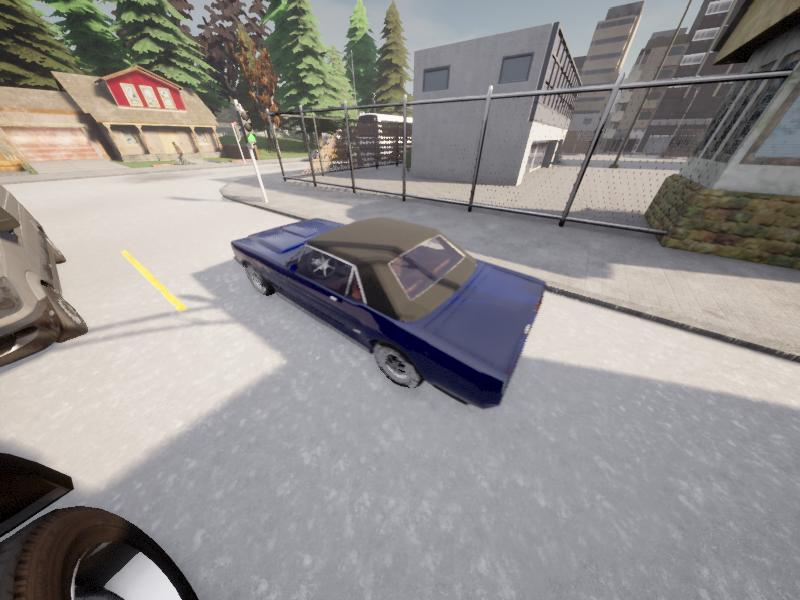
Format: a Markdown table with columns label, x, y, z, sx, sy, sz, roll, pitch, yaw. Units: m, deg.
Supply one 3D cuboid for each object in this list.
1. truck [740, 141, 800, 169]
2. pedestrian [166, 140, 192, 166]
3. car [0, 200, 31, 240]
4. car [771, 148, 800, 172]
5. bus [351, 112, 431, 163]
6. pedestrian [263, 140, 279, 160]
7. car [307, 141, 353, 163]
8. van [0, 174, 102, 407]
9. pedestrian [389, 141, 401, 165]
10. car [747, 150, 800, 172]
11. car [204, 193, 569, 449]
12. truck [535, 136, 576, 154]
| label | x | y | z | sx | sy | sz | roll | pitch | yaw |
| --- | --- | --- | --- | --- | --- | --- | --- | --- | --- |
| truck | 36.435 | -13.612 | 21.608 | 4.478 | 2.038 | 2.069 | 23 | 41 | 28 |
| pedestrian | -19.011 | -12.635 | 19.884 | 0.751 | 1.860 | 0.751 | 20 | 40 | 26 |
| car | -12.386 | -2.483 | 6.006 | 3.705 | 1.549 | 1.789 | 15 | 38 | 20 |
| car | 33.734 | -11.572 | 19.111 | 1.789 | 1.547 | 3.705 | 23 | 41 | 28 |
| bus | -0.614 | -19.530 | 27.949 | 3.944 | 4.253 | 10.273 | 22 | 41 | 28 |
| pedestrian | -14.293 | -16.676 | 25.655 | 0.751 | 1.860 | 0.751 | 23 | 41 | 29 |
| car | -7.778 | -16.797 | 26.078 | 1.932 | 1.855 | 4.605 | 22 | 40 | 27 |
| van | -6.594 | -0.861 | 2.899 | 5.915 | 2.561 | 1.988 | 24 | 41 | 30 |
| pedestrian | -0.444 | -13.576 | 21.335 | 0.751 | 1.860 | 0.751 | 23 | 41 | 29 |
| car | 33.995 | -11.565 | 19.227 | 5.357 | 1.415 | 2.033 | 23 | 41 | 28 |
| car | -0.596 | -0.466 | 3.449 | 4.718 | 1.301 | 1.895 | 23 | 41 | 29 |
| truck | 27.370 | -27.344 | 40.770 | 5.204 | 2.467 | 2.627 | 23 | 41 | 28 |
